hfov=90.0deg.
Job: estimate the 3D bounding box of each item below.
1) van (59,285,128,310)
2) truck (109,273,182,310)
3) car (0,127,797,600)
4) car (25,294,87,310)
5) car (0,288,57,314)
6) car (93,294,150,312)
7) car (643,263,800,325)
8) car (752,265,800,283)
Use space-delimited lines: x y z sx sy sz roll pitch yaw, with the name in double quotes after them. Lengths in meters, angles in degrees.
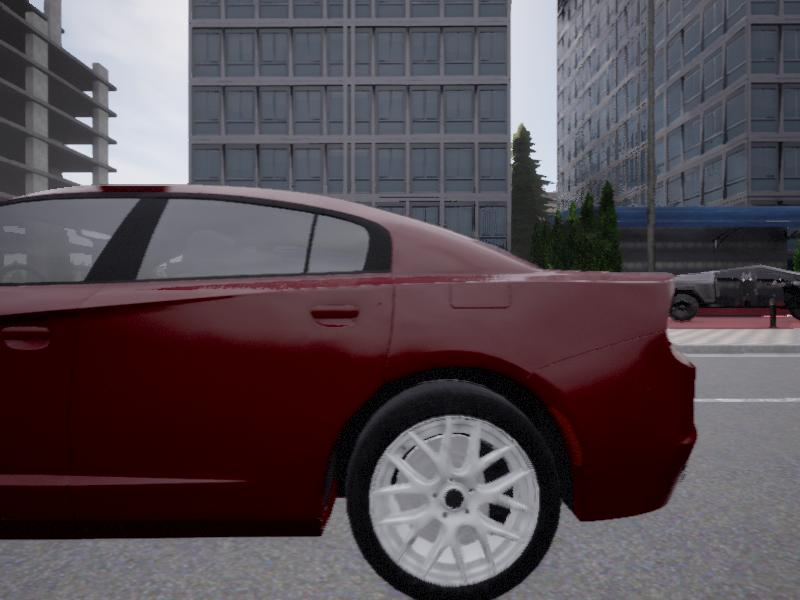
-31.951 -0.197 42.094 2.351 2.431 6.366 0 0 0 "van"
-28.425 -0.896 45.292 2.891 3.827 8.468 0 0 0 "truck"
-1.256 0.224 2.200 5.008 1.535 1.882 0 0 0 "car"
-35.452 0.233 41.494 1.801 1.575 5.366 0 0 0 "car"
-28.518 0.069 30.247 1.905 1.878 3.866 0 0 0 "car"
-24.983 0.248 36.160 2.007 1.525 4.514 0 0 0 "car"
13.022 -0.208 15.329 6.274 2.098 2.390 0 0 30 "car"
14.192 -0.958 14.640 1.642 0.535 1.750 0 0 30 "car"
